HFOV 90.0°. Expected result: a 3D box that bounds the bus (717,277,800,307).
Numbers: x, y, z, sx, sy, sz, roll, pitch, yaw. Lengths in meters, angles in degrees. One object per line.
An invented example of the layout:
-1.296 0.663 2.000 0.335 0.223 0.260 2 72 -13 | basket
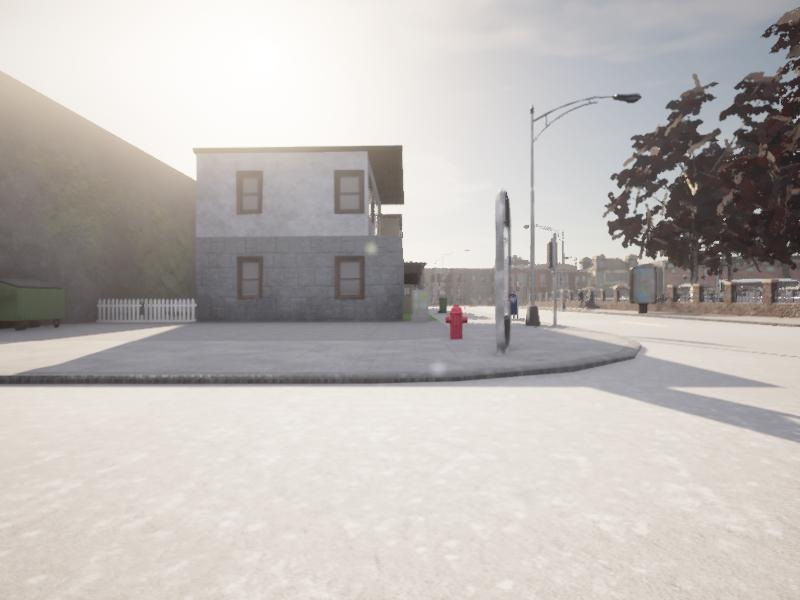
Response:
55.670 -1.117 61.738 10.273 4.253 3.944 0 0 41 | bus

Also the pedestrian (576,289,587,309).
17.142 -0.126 37.823 0.751 1.860 0.751 0 0 3 | pedestrian
